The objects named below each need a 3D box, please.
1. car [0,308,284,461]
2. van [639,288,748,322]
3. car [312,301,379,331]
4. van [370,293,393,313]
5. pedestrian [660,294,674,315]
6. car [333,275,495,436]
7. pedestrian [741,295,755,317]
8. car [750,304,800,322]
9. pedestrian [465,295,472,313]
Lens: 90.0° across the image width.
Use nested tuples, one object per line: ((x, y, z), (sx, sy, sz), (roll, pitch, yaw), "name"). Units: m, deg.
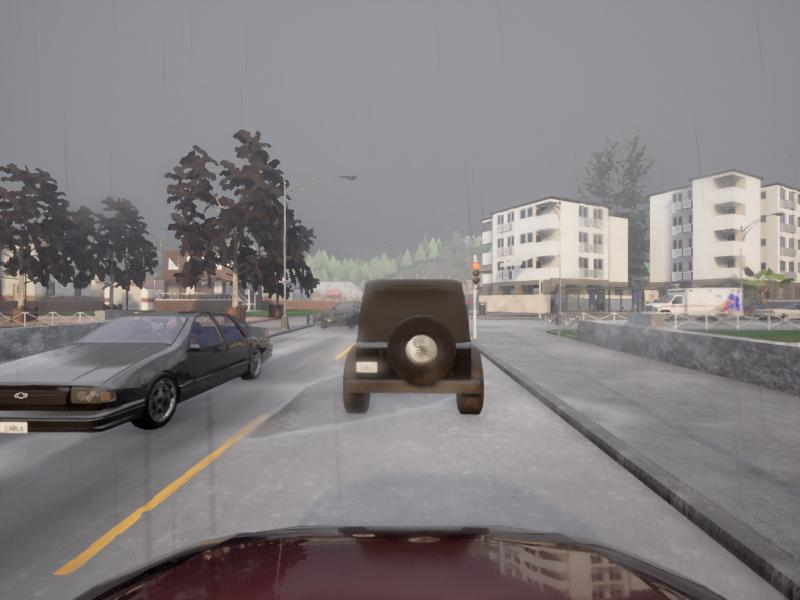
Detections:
((-3.801, 0.895, 6.681), (2.033, 1.411, 5.357), (0, 0, 2), "car")
((21.752, 0.378, 29.883), (6.366, 2.431, 2.351), (0, 0, 2), "van")
((-2.935, 0.845, 22.847), (1.837, 1.490, 4.892), (-2, -1, 17), "car")
((-2.300, 0.379, 51.361), (2.351, 2.431, 6.366), (0, 0, 2), "van")
((23.825, 0.420, 35.740), (0.751, 1.860, 0.751), (0, 0, 4), "pedestrian")
((0.220, 0.646, 6.640), (1.905, 1.878, 3.866), (0, 0, 2), "car")
((30.265, 0.533, 34.802), (0.751, 1.860, 0.751), (0, 0, 32), "pedestrian")
((29.156, 0.944, 29.630), (4.718, 1.301, 1.895), (0, 0, 2), "car")
((7.272, 0.440, 42.422), (0.751, 1.860, 0.751), (0, 0, 6), "pedestrian")
